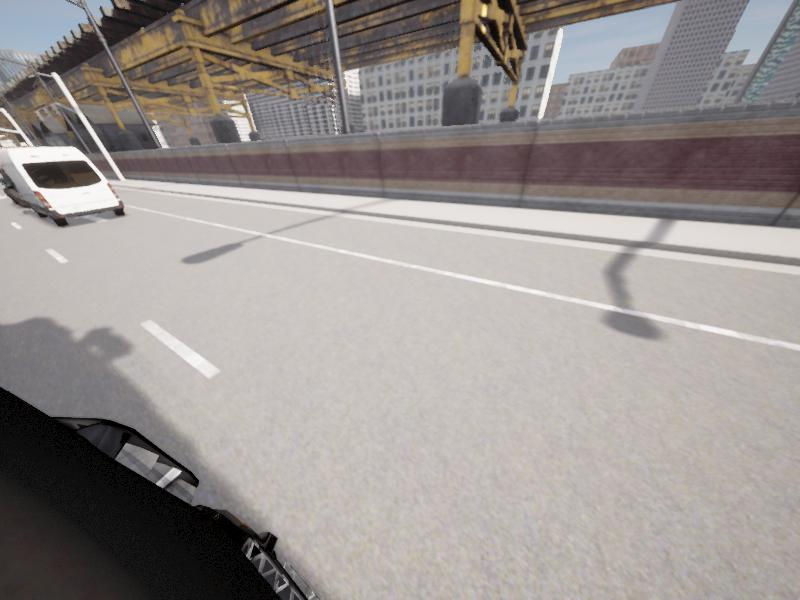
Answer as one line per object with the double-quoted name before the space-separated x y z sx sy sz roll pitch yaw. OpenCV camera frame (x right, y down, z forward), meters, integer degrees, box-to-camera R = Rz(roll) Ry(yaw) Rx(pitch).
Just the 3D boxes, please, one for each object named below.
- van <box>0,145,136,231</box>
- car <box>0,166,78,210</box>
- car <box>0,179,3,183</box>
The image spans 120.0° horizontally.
"van" -14.476 -4.863 9.779 5.915 2.561 1.988 16 39 26
"car" -21.391 -6.603 13.417 3.866 1.878 1.905 16 39 26
"car" -55.129 -16.271 30.332 5.027 1.651 2.152 16 39 26
